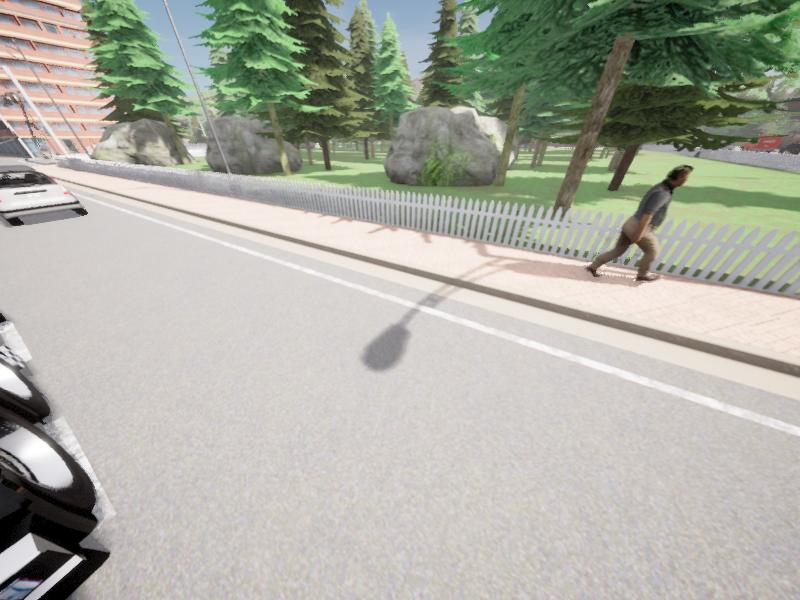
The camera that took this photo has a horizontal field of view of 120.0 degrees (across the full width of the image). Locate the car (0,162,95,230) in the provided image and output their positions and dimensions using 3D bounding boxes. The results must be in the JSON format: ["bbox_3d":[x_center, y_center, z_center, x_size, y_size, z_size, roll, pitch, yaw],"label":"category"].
[{"bbox_3d":[-13.588,-3.914,8.331,3.988,1.617,1.851,18,39,24],"label":"car"}]

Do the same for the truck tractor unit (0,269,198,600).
[{"bbox_3d":[-5.117,-0.295,0.763,6.516,4.208,3.053,18,39,24],"label":"truck tractor unit"}]

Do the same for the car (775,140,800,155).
[{"bbox_3d":[62.110,-23.821,36.046,1.905,1.878,3.866,19,39,25],"label":"car"}]

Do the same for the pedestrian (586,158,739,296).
[{"bbox_3d":[3.825,-1.123,3.646,0.751,1.860,0.751,18,39,25],"label":"pedestrian"}]

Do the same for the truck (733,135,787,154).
[{"bbox_3d":[60.191,-26.105,38.816,2.627,2.467,5.204,19,39,25],"label":"truck"}]

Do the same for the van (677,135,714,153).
[{"bbox_3d":[55.550,-29.467,43.589,1.988,2.561,5.915,19,39,25],"label":"van"}]

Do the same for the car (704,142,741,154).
[{"bbox_3d":[57.963,-27.380,41.657,2.152,1.651,5.027,19,39,25],"label":"car"}]

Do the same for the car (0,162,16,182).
[{"bbox_3d":[-29.517,-9.128,15.899,4.611,1.667,2.242,18,39,24],"label":"car"}]

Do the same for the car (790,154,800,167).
[{"bbox_3d":[37.827,-12.378,20.149,1.837,1.490,4.892,19,39,25],"label":"car"}]
